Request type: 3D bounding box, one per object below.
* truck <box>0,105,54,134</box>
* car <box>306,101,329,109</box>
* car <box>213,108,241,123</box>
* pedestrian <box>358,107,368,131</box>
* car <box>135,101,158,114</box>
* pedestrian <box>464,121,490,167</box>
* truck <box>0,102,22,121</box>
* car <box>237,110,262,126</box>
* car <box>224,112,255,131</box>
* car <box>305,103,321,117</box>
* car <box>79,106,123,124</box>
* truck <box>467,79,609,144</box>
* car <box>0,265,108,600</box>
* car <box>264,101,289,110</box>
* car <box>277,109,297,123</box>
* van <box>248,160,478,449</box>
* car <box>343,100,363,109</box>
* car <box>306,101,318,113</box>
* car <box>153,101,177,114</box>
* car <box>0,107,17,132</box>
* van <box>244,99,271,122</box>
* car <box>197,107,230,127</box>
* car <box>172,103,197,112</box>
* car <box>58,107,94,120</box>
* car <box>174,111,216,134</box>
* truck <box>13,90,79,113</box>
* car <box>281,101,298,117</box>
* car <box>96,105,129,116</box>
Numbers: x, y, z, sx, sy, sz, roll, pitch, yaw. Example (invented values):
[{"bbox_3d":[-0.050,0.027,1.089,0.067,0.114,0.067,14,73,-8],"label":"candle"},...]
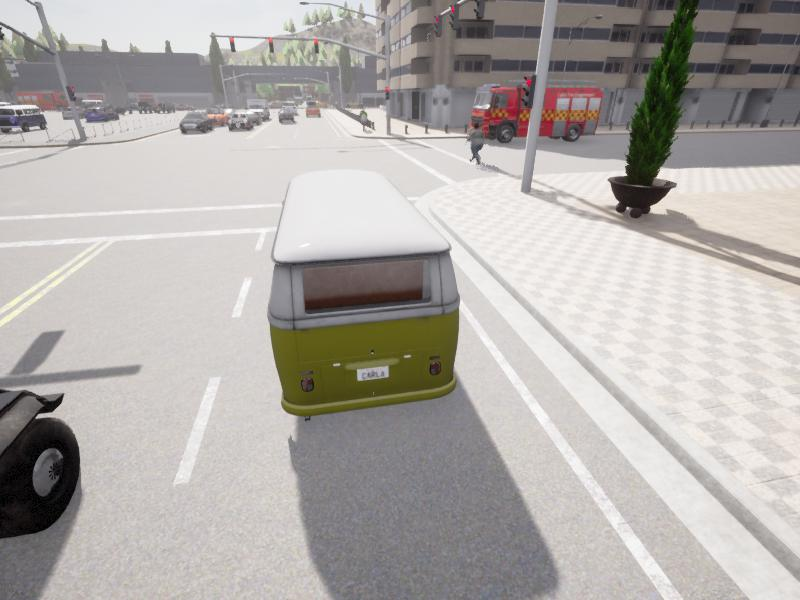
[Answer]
[{"bbox_3d":[-32.343,-15.449,34.101,2.069,2.038,4.478,-5,28,-10],"label":"truck"},{"bbox_3d":[-19.829,-46.737,95.851,5.008,1.535,1.882,12,30,22],"label":"car"},{"bbox_3d":[-21.408,-22.968,49.689,2.163,1.488,4.792,-5,28,-10],"label":"car"},{"bbox_3d":[-3.180,-15.571,34.474,0.751,1.860,0.751,-5,28,-10],"label":"pedestrian"},{"bbox_3d":[-42.800,-32.565,67.617,1.905,1.878,3.866,-5,28,-10],"label":"car"},{"bbox_3d":[3.474,-7.109,18.219,0.751,1.860,0.751,-9,29,-17],"label":"pedestrian"},{"bbox_3d":[-50.564,-23.784,50.340,2.069,2.038,4.478,-5,28,-10],"label":"truck"},{"bbox_3d":[-16.647,-20.227,44.473,1.994,1.385,4.181,-5,28,-10],"label":"car"},{"bbox_3d":[-15.224,-17.053,38.180,1.970,1.475,3.806,-5,28,-10],"label":"car"},{"bbox_3d":[-13.297,-28.997,61.067,2.097,1.767,4.553,-5,28,-10],"label":"car"},{"bbox_3d":[-35.286,-21.959,47.345,2.242,1.667,4.611,-5,28,-10],"label":"car"},{"bbox_3d":[9.339,-13.073,27.714,8.468,3.827,2.891,-5,28,-10],"label":"truck"},{"bbox_3d":[-3.361,1.528,1.573,1.905,1.878,3.866,-5,28,-10],"label":"car"},{"bbox_3d":[-27.637,-43.625,89.690,4.856,1.649,2.033,-5,28,-10],"label":"car"},{"bbox_3d":[-13.940,-22.675,49.203,2.033,1.411,5.357,-7,28,-13],"label":"car"},{"bbox_3d":[-0.681,-0.531,5.469,1.775,1.987,4.442,-5,28,-10],"label":"van"},{"bbox_3d":[-11.201,-46.934,95.850,4.605,1.855,1.932,-5,28,-10],"label":"car"},{"bbox_3d":[-16.087,-35.352,73.339,1.905,1.878,3.866,-5,28,-10],"label":"car"},{"bbox_3d":[-39.950,-32.802,68.068,1.932,1.855,4.605,-5,28,-10],"label":"car"},{"bbox_3d":[-35.169,-15.074,33.584,1.932,1.855,4.605,-5,28,-10],"label":"car"},{"bbox_3d":[-18.384,-24.621,51.866,2.351,2.431,6.366,-5,28,-10],"label":"van"},{"bbox_3d":[-19.894,-19.681,42.951,2.097,1.767,4.553,-5,28,-10],"label":"car"},{"bbox_3d":[-43.408,-38.808,80.625,3.806,1.475,1.970,-5,28,-10],"label":"car"},{"bbox_3d":[-42.056,-24.277,52.021,1.970,1.475,3.806,-5,28,-10],"label":"car"},{"bbox_3d":[-18.286,-15.966,35.910,2.033,1.649,4.856,-5,27,-10],"label":"car"},{"bbox_3d":[-67.363,-37.980,76.384,8.468,3.827,2.891,-5,28,-9],"label":"truck"},{"bbox_3d":[-17.260,-30.014,62.775,2.150,2.045,5.566,-5,28,-10],"label":"car"},{"bbox_3d":[-44.211,-29.226,61.636,2.033,1.415,5.357,-5,28,-10],"label":"car"}]
